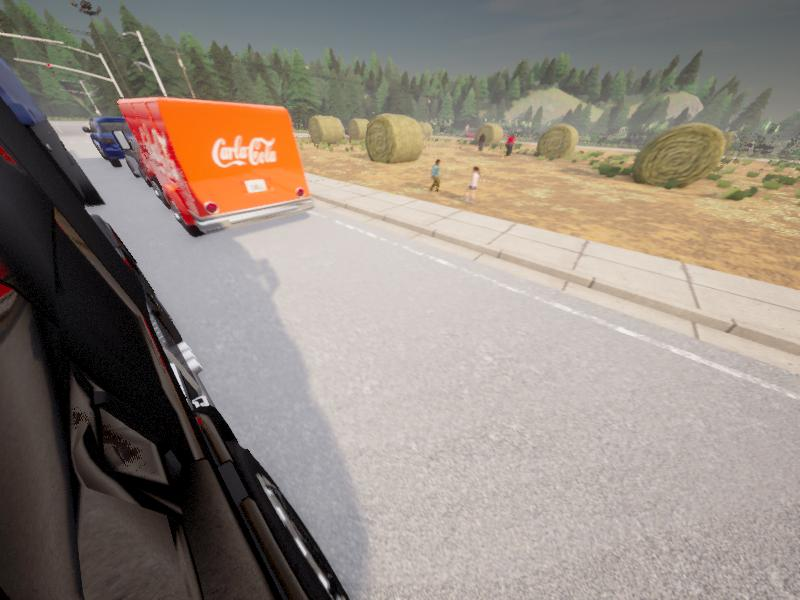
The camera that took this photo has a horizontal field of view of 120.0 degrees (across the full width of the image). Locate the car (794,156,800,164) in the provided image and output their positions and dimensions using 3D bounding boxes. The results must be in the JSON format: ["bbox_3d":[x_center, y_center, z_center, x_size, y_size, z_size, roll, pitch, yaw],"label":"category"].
[{"bbox_3d":[50.154,-16.451,26.738,4.193,1.474,1.816,31,46,32],"label":"car"}]

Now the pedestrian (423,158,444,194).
[{"bbox_3d":[1.243,-4.642,8.656,0.500,1.100,0.500,17,40,19],"label":"pedestrian"}]

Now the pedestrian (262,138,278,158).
[{"bbox_3d":[-8.489,-9.956,15.129,0.500,1.100,0.500,-25,45,-32],"label":"pedestrian"}]

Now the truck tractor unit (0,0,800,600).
[{"bbox_3d":[-2.645,-0.295,0.351,6.516,4.208,3.053,28,44,30],"label":"truck tractor unit"}]

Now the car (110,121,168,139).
[{"bbox_3d":[-30.315,-19.872,27.025,4.193,1.474,1.816,-23,44,-30],"label":"car"}]

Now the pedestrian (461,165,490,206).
[{"bbox_3d":[2.425,-3.725,7.513,0.500,1.100,0.500,29,45,31],"label":"pedestrian"}]

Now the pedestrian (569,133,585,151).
[{"bbox_3d":[22.972,-20.516,30.038,0.751,1.860,0.751,3,37,1],"label":"pedestrian"}]

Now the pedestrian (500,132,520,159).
[{"bbox_3d":[9.194,-12.909,19.313,0.751,1.860,0.751,-4,38,-9],"label":"pedestrian"}]

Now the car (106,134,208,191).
[{"bbox_3d":[-9.878,-5.734,9.421,3.705,1.549,1.789,28,44,30],"label":"car"}]

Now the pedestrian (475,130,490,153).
[{"bbox_3d":[8.212,-15.811,23.075,0.751,1.860,0.751,1,37,-2],"label":"pedestrian"}]

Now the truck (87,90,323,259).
[{"bbox_3d":[-4.863,-3.450,5.923,5.204,2.467,2.627,28,44,30],"label":"truck"}]

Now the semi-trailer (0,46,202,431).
[{"bbox_3d":[-8.710,-3.573,4.251,14.254,4.402,2.717,28,44,30],"label":"semi-trailer"}]

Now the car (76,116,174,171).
[{"bbox_3d":[-14.967,-8.627,12.547,5.566,2.045,2.150,28,44,30],"label":"car"}]

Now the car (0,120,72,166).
[{"bbox_3d":[-20.310,-8.570,12.482,4.611,1.667,2.242,28,44,29],"label":"car"}]

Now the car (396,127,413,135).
[{"bbox_3d":[1.261,-48.830,66.741,4.514,1.525,2.007,31,46,32],"label":"car"}]
